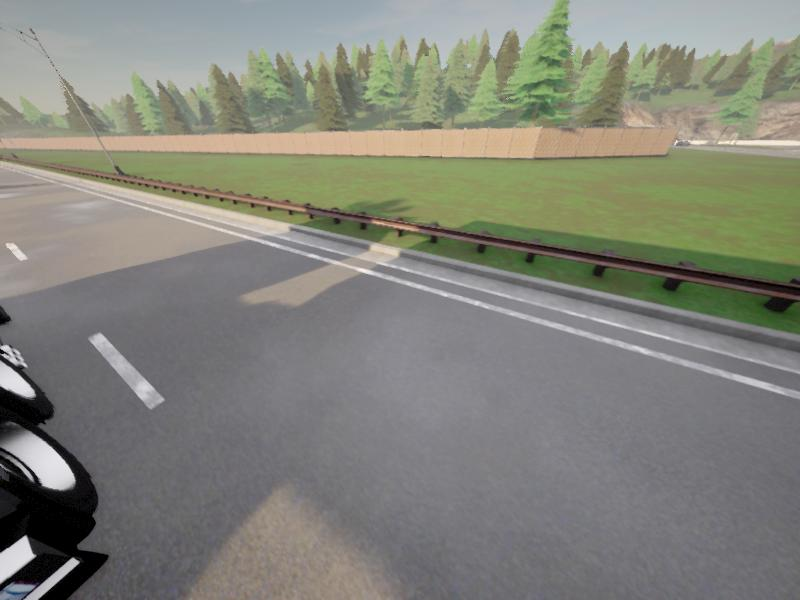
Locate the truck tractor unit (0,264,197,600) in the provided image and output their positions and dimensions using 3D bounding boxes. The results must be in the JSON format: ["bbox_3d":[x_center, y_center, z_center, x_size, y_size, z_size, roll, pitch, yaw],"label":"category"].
[{"bbox_3d":[-5.117,-0.294,0.778,6.516,4.208,3.053,18,39,24],"label":"truck tractor unit"}]
